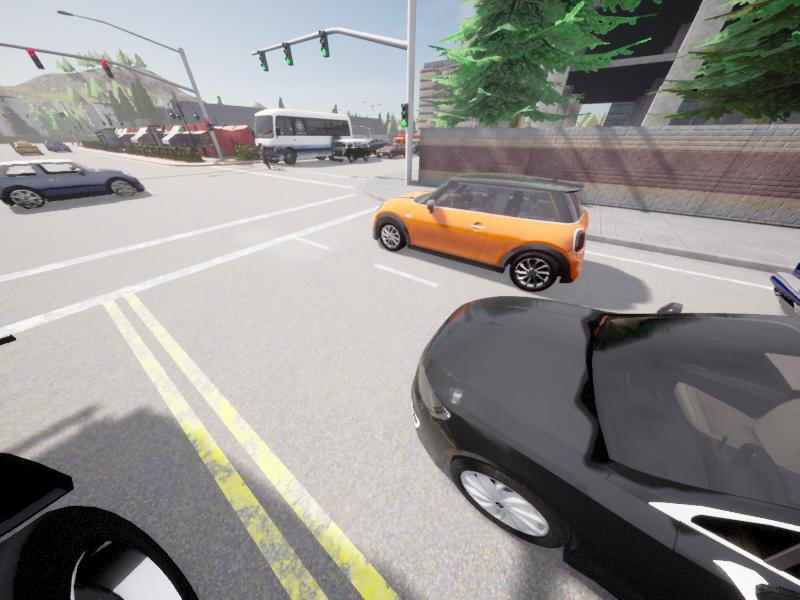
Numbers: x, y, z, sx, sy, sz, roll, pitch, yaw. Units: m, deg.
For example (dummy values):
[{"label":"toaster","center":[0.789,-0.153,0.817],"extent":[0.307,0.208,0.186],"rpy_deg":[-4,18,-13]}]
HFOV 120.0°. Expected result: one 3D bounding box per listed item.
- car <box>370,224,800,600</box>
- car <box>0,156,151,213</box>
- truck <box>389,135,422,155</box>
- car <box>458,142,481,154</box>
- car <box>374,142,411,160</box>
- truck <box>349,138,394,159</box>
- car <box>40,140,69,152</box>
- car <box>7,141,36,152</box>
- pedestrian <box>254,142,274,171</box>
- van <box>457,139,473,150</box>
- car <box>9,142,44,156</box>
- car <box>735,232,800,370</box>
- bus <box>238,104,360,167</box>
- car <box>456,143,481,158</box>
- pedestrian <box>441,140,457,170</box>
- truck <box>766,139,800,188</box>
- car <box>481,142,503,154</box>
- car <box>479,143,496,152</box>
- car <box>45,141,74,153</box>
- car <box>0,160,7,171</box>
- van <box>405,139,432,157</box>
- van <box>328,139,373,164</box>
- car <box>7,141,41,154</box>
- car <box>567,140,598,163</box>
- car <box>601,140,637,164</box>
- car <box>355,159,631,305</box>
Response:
[{"label":"car","center":[2.365,1.036,1.164],"extent":[4.892,1.490,1.837],"rpy_deg":[22,41,28]},{"label":"car","center":[-13.498,-4.912,9.498],"extent":[1.970,1.475,3.806],"rpy_deg":[21,40,27]},{"label":"truck","center":[0.914,-24.495,36.453],"extent":[2.627,2.467,5.204],"rpy_deg":[22,41,28]},{"label":"car","center":[12.029,-26.250,39.860],"extent":[2.128,1.511,4.902],"rpy_deg":[22,41,28]},{"label":"car","center":[-0.865,-19.116,29.545],"extent":[2.152,1.651,5.027],"rpy_deg":[22,40,28]},{"label":"truck","center":[-3.667,-20.530,31.119],"extent":[2.390,2.098,6.274],"rpy_deg":[22,40,28]},{"label":"car","center":[-61.056,-27.265,40.790],"extent":[4.856,1.649,2.033],"rpy_deg":[22,41,28]},{"label":"car","center":[-63.714,-25.848,38.838],"extent":[5.008,1.535,1.882],"rpy_deg":[22,41,28]},{"label":"pedestrian","center":[-10.444,-11.059,17.794],"extent":[0.751,1.860,0.751],"rpy_deg":[-9,36,-12]},{"label":"van","center":[14.519,-34.663,51.405],"extent":[1.775,1.987,4.442],"rpy_deg":[22,40,28]},{"label":"car","center":[-52.587,-21.353,32.533],"extent":[5.008,1.535,1.882],"rpy_deg":[22,40,27]},{"label":"car","center":[7.250,0.641,1.931],"extent":[4.718,1.301,1.895],"rpy_deg":[22,41,28]},{"label":"bus","center":[-9.332,-16.574,23.594],"extent":[3.944,4.253,10.273],"rpy_deg":[22,41,28]},{"label":"car","center":[9.419,-20.562,31.683],"extent":[1.851,1.617,3.988],"rpy_deg":[22,40,28]},{"label":"pedestrian","center":[3.675,-10.949,17.468],"extent":[0.751,1.860,0.751],"rpy_deg":[20,40,26]},{"label":"truck","center":[22.656,-6.918,11.472],"extent":[2.615,2.467,5.204],"rpy_deg":[22,41,28]},{"label":"car","center":[15.697,-25.762,39.168],"extent":[1.882,1.535,5.008],"rpy_deg":[22,40,28]},{"label":"car","center":[17.699,-30.908,46.636],"extent":[1.994,1.385,4.181],"rpy_deg":[22,40,27]},{"label":"car","center":[-55.705,-25.027,37.782],"extent":[4.193,1.474,1.816],"rpy_deg":[22,41,28]},{"label":"car","center":[-33.606,-11.123,18.190],"extent":[4.792,1.488,2.163],"rpy_deg":[22,41,28]},{"label":"van","center":[2.684,-22.217,33.656],"extent":[1.775,1.987,4.442],"rpy_deg":[22,41,28]},{"label":"van","center":[-5.048,-15.856,24.523],"extent":[2.069,2.038,4.480],"rpy_deg":[19,39,24]},{"label":"car","center":[-58.108,-23.554,35.668],"extent":[4.792,1.488,2.163],"rpy_deg":[22,41,28]},{"label":"car","center":[19.708,-16.078,24.910],"extent":[1.905,1.878,3.866],"rpy_deg":[22,41,28]},{"label":"car","center":[22.119,-15.101,23.539],"extent":[1.905,1.878,3.866],"rpy_deg":[22,41,28]},{"label":"car","center":[1.515,-1.895,5.059],"extent":[4.553,1.767,2.097],"rpy_deg":[22,41,28]}]
